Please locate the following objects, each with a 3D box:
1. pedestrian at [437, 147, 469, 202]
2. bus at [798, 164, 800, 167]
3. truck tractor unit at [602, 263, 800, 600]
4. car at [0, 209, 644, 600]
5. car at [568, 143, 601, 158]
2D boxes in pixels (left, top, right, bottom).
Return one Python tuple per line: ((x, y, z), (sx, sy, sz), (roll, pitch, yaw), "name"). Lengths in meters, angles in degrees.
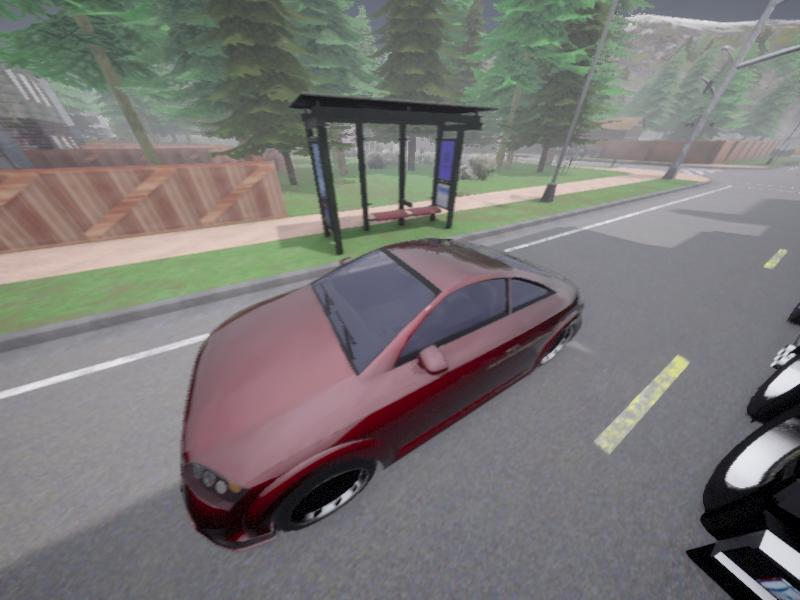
((2.119, -5.130, 9.473), (0.751, 1.860, 0.751), (-12, 37, -17), "pedestrian")
((50.716, -17.375, 25.782), (10.273, 4.253, 3.944), (-18, 39, -24), "bus")
((5.115, -0.294, 0.789), (6.516, 4.208, 3.053), (-18, 39, -24), "truck tractor unit")
((0.135, 0.181, 2.556), (4.181, 1.385, 1.994), (-18, 39, -24), "car")
((29.241, -23.810, 36.638), (4.605, 1.855, 1.932), (-19, 39, -25), "car")
